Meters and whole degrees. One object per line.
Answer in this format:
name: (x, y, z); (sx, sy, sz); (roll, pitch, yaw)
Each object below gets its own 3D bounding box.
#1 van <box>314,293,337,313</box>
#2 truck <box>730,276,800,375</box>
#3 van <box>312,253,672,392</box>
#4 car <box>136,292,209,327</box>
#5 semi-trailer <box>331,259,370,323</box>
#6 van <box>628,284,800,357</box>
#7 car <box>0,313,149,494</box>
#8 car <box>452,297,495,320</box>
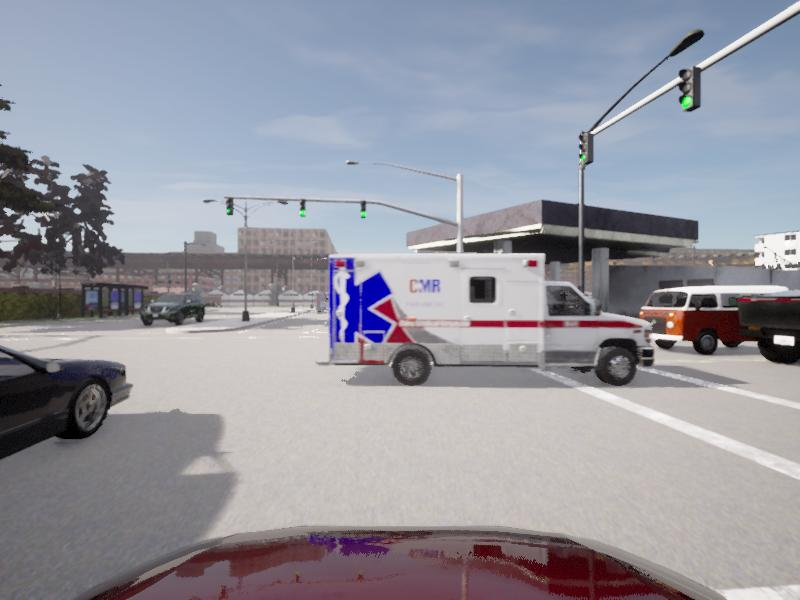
van: (-9.453, 0.380, 51.382); (2.351, 2.431, 6.366); (0, 0, -6)
truck: (11.573, 0.543, 9.303); (6.274, 2.098, 2.390); (0, 0, -8)
van: (1.629, 0.379, 8.329); (6.366, 2.431, 2.351); (0, 0, 3)
car: (-14.857, 0.569, 26.575); (2.150, 2.045, 5.566); (0, 0, -6)
semi-trailer: (-4.156, -0.618, 34.722); (2.717, 4.402, 14.254); (0, 0, -6)
van: (9.895, 0.572, 12.486); (4.480, 2.038, 2.069); (0, 0, -8)
car: (-4.281, 0.895, 2.892); (2.033, 1.411, 5.357); (0, 0, -6)
car: (5.858, 0.640, 32.369); (2.242, 1.667, 4.611); (0, 0, -6)
